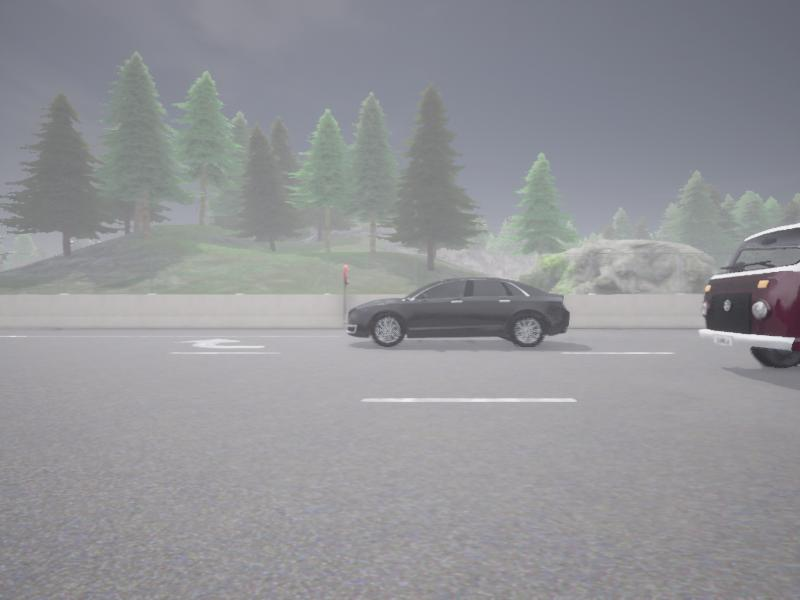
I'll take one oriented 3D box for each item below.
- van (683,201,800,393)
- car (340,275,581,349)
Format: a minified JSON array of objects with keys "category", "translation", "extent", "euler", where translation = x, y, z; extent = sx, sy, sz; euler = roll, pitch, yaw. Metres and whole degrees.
[{"category":"van","translation":[6.472,-0.034,4.847],"extent":[4.480,2.038,2.069],"euler":[0,-1,12]},{"category":"car","translation":[1.240,0.244,9.087],"extent":[4.892,1.490,1.837],"euler":[0,0,1]}]
